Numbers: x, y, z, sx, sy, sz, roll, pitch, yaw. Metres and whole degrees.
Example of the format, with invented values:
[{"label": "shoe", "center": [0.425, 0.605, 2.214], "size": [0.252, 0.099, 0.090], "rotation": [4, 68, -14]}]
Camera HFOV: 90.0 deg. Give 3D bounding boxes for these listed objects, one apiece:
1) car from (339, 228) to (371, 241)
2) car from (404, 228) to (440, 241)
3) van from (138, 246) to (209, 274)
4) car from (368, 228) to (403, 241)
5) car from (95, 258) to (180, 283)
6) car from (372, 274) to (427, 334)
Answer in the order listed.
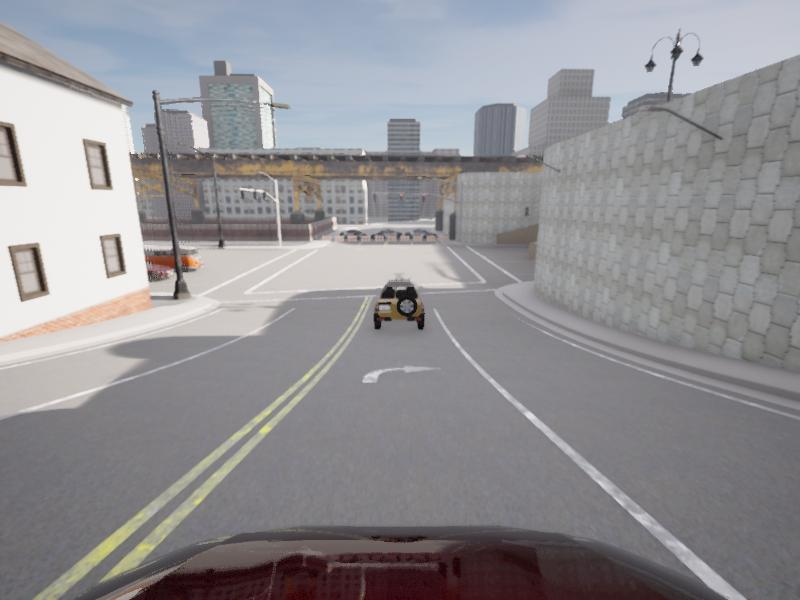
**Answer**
[{"label": "car", "center": [-6.730, -9.710, 59.358], "size": [4.974, 1.542, 2.038], "rotation": [13, 19, 42]}, {"label": "car", "center": [3.249, -9.883, 60.085], "size": [4.974, 1.542, 2.038], "rotation": [7, 16, 28]}, {"label": "van", "center": [-18.055, -3.241, 31.997], "size": [4.442, 1.987, 1.775], "rotation": [0, 14, 0]}, {"label": "car", "center": [-2.122, -9.705, 59.345], "size": [4.974, 1.542, 2.038], "rotation": [-10, 17, -35]}, {"label": "car", "center": [-18.657, -2.123, 28.558], "size": [4.674, 1.442, 1.812], "rotation": [0, 14, -1]}, {"label": "car", "center": [-0.030, 0.013, 16.407], "size": [1.932, 1.855, 4.605], "rotation": [0, 7, 0]}]
